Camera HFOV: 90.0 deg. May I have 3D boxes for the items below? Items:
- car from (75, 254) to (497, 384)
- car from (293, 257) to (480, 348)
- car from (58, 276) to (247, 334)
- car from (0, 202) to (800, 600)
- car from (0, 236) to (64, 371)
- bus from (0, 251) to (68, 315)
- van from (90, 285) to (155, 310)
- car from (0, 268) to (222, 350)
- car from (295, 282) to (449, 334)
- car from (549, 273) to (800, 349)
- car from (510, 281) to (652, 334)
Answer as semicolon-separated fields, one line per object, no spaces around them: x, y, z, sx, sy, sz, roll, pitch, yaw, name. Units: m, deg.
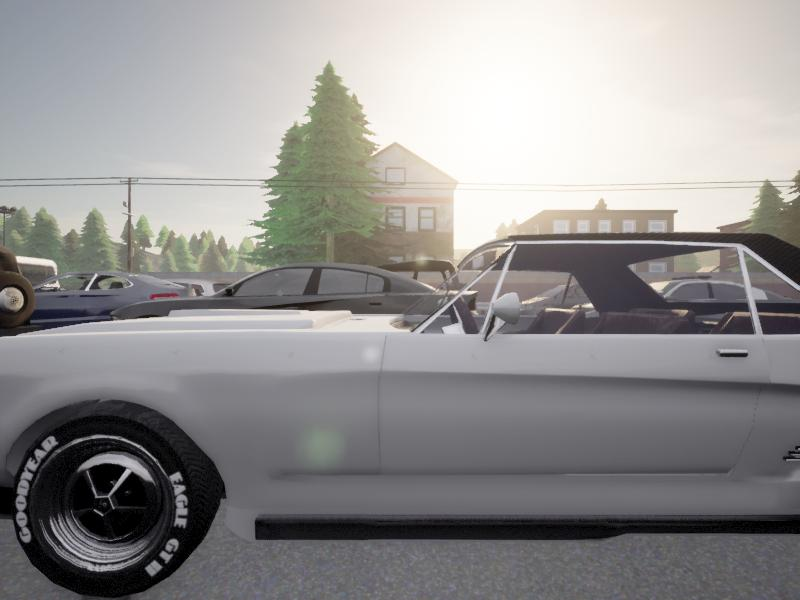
-1.348;0.223;5.694;5.008;1.535;1.882;0;0;0;car
-0.280;0.046;9.200;3.866;1.878;1.905;0;0;0;car
-7.559;0.156;12.661;4.611;1.667;2.242;0;0;-1;car
0.559;0.344;2.203;4.718;1.301;1.895;0;0;0;car
-7.490;0.046;5.660;3.866;1.878;1.905;0;0;0;car
-28.622;-1.133;26.952;3.944;4.253;10.273;0;0;0;bus
-28.735;-0.222;41.741;2.351;2.431;6.366;0;0;0;van
-7.069;0.181;9.172;5.027;1.651;2.152;0;0;0;car
-0.816;0.228;12.696;4.514;1.525;2.007;0;0;0;car
6.297;0.226;9.236;4.974;1.542;2.038;0;0;0;car
5.597;0.211;12.732;3.705;1.549;1.789;0;0;0;car
